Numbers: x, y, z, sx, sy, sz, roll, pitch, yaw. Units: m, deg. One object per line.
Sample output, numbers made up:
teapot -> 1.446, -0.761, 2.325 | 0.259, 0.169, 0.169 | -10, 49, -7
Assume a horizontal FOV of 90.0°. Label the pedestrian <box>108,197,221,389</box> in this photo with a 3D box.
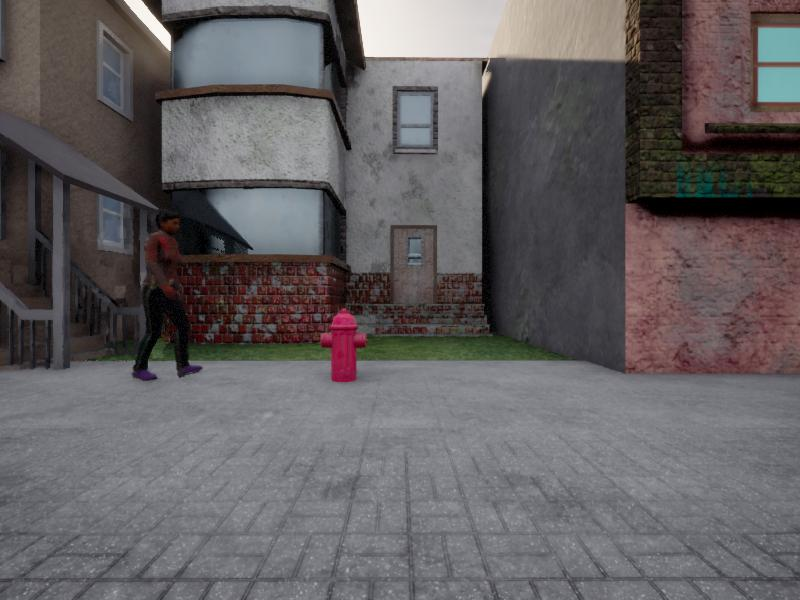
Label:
pedestrian -> -2.481, -0.067, 4.290 | 0.751, 1.860, 0.751 | 0, 0, 5
